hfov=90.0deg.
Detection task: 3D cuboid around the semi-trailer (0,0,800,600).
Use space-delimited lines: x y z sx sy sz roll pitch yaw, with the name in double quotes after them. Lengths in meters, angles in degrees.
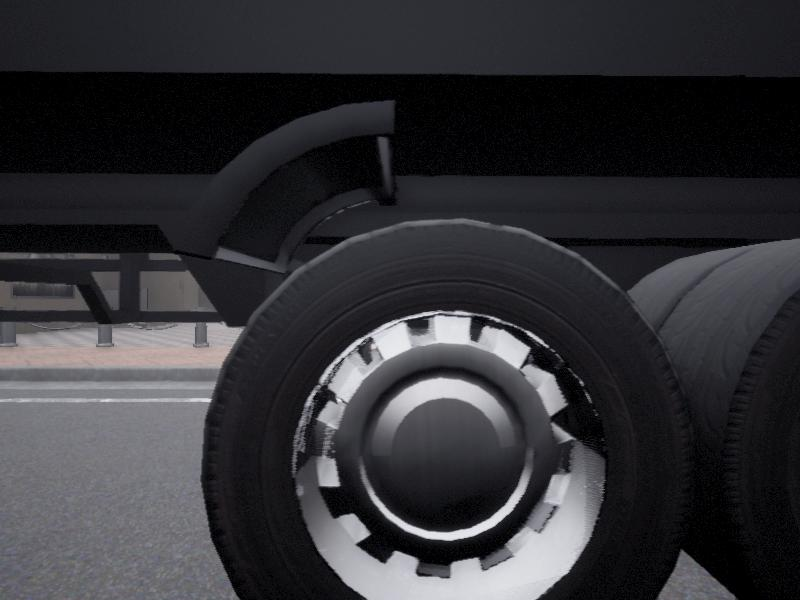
-1.258 -1.220 2.199 14.254 4.402 2.717 0 0 0 "semi-trailer"
